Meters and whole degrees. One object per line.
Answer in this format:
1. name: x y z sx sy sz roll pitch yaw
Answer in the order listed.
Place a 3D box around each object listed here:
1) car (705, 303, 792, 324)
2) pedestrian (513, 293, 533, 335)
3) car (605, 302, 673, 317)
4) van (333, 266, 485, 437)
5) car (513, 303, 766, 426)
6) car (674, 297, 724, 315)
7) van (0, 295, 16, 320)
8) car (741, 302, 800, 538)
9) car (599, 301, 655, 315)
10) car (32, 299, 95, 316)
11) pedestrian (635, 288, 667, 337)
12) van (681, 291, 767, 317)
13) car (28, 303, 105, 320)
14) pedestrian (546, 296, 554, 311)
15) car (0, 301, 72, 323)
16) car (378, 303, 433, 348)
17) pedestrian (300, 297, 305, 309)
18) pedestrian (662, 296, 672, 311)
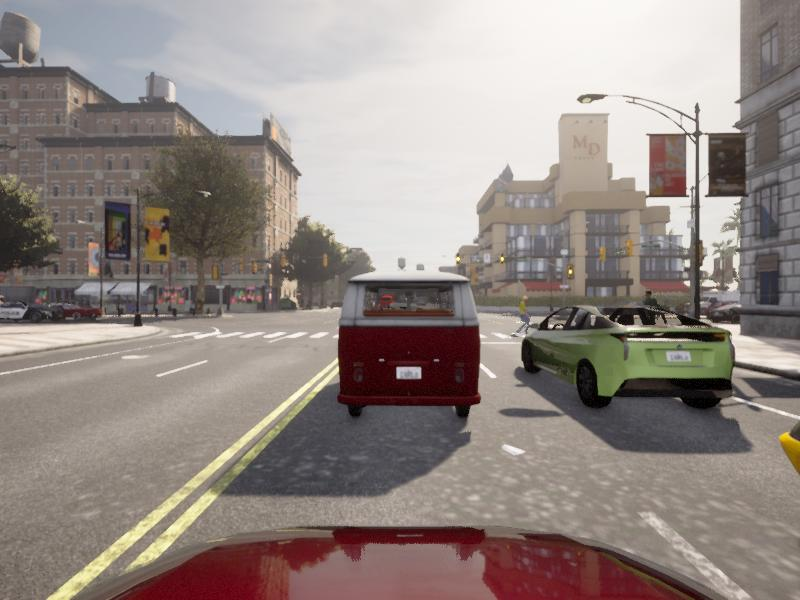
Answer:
1. car: 23.877 0.904 27.552 4.181 1.385 1.994 0 0 2
2. pedestrian: 5.631 0.635 18.309 0.751 1.860 0.751 0 0 5
3. car: 23.253 0.891 39.070 5.357 1.411 2.033 0 0 1
4. van: 0.151 0.598 6.891 1.775 1.987 4.442 0 0 1
5. car: 3.660 0.828 7.318 2.007 1.525 4.514 0 0 1
6. car: 31.579 0.640 42.354 3.866 1.878 1.905 0 0 2
7. van: -34.324 0.596 32.603 4.442 1.987 1.775 0 0 2
8. car: 3.515 0.801 0.443 1.801 1.575 5.366 0 0 1
9. car: 24.081 0.847 42.552 4.792 1.488 2.163 0 0 2
10. car: -34.093 0.752 40.604 4.611 1.667 2.242 0 0 1
11. pedestrian: 9.848 0.483 15.712 0.751 1.860 0.751 0 0 -21
12. van: 31.303 0.374 38.860 6.366 2.431 2.351 0 0 2
13. car: -26.970 0.941 32.407 4.718 1.301 1.895 0 0 2
14. pedestrian: 18.712 0.480 49.904 0.751 1.860 0.751 0 0 1
15. car: -26.979 0.823 28.906 4.974 1.542 2.038 0 0 2
16. car: 0.079 0.853 15.288 1.816 1.474 4.193 0 0 -3
17. pedestrian: -14.821 0.479 60.786 0.751 1.860 0.751 0 0 -9
18. pedestrian: 33.037 0.480 49.565 0.751 1.860 0.751 0 0 2
